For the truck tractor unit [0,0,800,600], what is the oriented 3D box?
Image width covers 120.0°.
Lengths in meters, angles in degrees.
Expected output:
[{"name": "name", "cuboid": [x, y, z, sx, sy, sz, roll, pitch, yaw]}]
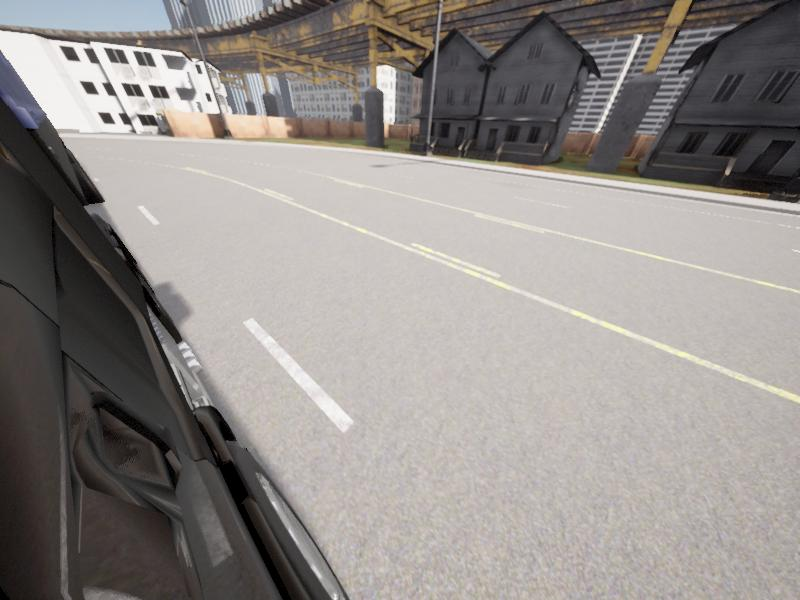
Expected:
[{"name": "truck tractor unit", "cuboid": [-2.645, -0.295, 0.352, 6.516, 4.208, 3.053, 28, 44, 30]}]

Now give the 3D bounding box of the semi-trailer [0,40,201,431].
[{"name": "semi-trailer", "cuboid": [-8.676, -3.632, 4.232, 14.254, 4.402, 2.717, 29, 44, 30]}]
